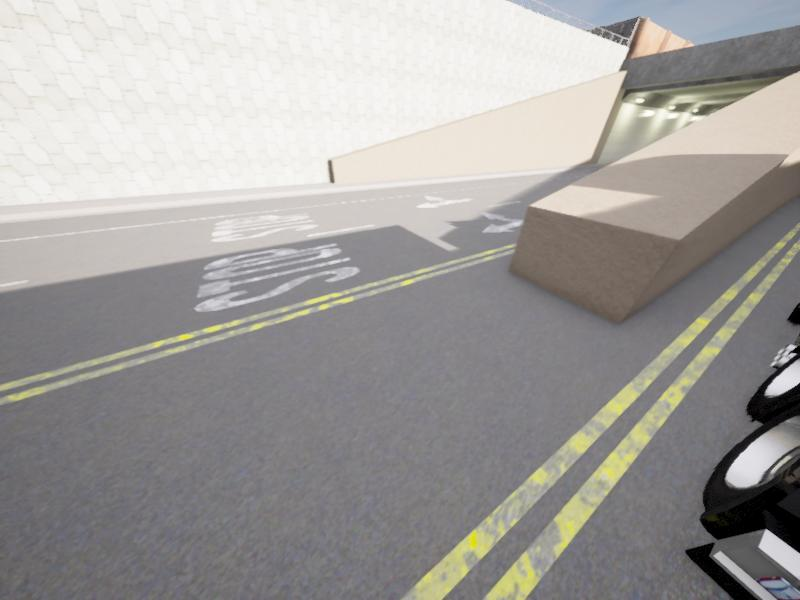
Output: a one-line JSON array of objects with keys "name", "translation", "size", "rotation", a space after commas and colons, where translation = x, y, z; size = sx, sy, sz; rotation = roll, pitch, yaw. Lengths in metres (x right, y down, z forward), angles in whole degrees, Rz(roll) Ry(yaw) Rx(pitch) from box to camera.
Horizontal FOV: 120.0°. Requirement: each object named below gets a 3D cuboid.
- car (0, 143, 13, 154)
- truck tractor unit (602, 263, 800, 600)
[{"name": "car", "translation": [-66.357, -24.387, 37.165], "size": [2.128, 1.511, 4.902], "rotation": [-18, 39, -25]}, {"name": "truck tractor unit", "translation": [5.114, -0.296, 0.787], "size": [6.516, 4.208, 3.053], "rotation": [-18, 39, -24]}]
